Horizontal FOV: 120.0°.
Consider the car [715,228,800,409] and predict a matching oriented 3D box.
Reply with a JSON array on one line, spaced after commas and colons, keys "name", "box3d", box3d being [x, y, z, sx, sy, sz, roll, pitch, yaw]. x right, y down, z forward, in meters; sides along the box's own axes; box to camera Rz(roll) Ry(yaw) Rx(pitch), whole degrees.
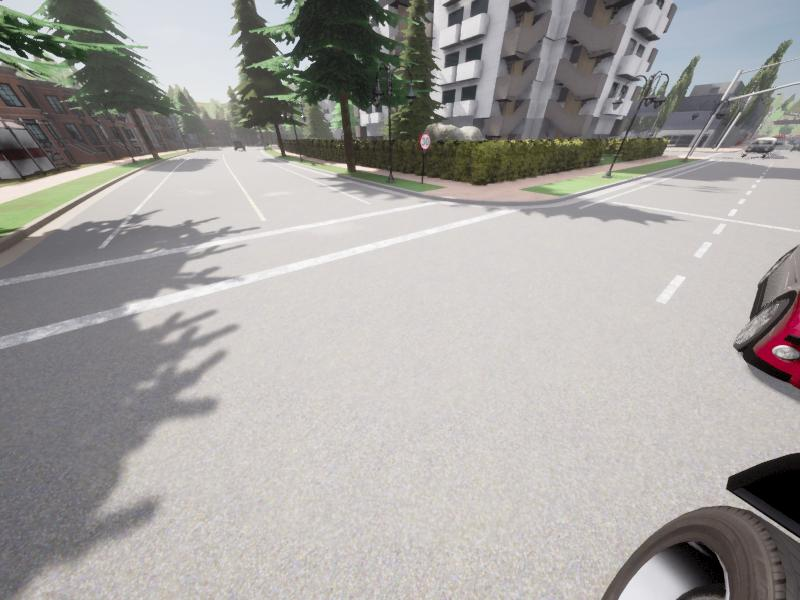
[{"name": "car", "box3d": [5.839, 0.058, 2.532, 3.806, 1.475, 1.970, -22, 41, -28]}]

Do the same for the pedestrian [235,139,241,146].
[{"name": "pedestrian", "box3d": [-53.559, -52.090, 76.233, 0.751, 1.860, 0.751, 3, 35, 4]}]

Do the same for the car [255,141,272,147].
[{"name": "car", "box3d": [-42.931, -49.301, 72.894, 2.033, 1.411, 5.357, 1, 35, 2]}]

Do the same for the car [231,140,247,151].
[{"name": "car", "box3d": [-34.936, -33.622, 50.183, 1.905, 1.878, 3.866, -15, 38, -20]}]

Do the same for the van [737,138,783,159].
[{"name": "van", "box3d": [43.313, -18.281, 27.801, 4.480, 2.038, 2.069, -23, 41, -28]}]

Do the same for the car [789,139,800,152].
[{"name": "car", "box3d": [67.908, -25.941, 38.730, 4.553, 1.767, 2.097, -23, 41, -28]}]

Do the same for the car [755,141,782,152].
[{"name": "car", "box3d": [62.060, -25.898, 38.896, 3.705, 1.549, 1.789, -23, 41, -28]}]
